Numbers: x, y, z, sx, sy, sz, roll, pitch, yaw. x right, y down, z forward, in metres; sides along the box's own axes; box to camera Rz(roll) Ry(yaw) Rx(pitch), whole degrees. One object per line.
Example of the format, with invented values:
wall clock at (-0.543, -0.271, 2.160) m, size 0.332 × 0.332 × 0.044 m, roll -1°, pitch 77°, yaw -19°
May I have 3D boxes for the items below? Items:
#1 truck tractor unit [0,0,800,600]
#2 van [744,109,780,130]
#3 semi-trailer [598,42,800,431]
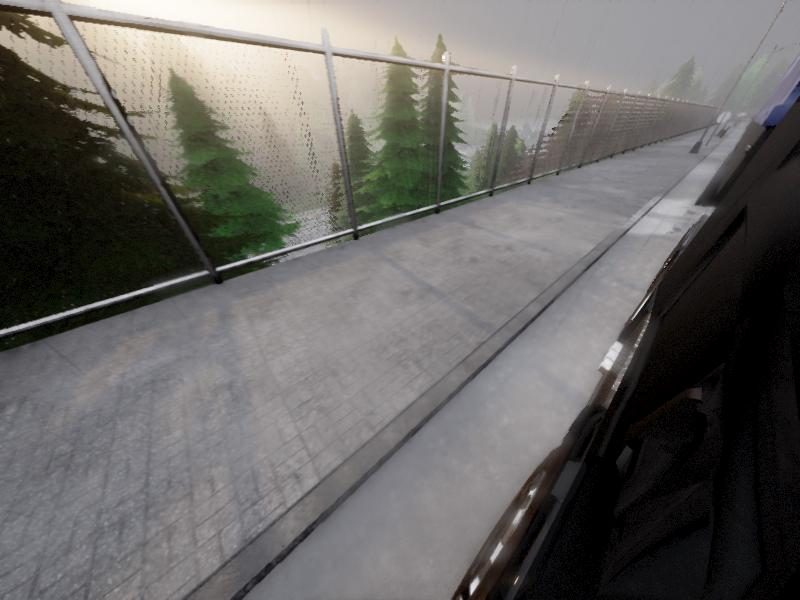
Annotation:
truck tractor unit at (2.645, -0.295, 0.351) m, size 6.516 × 4.208 × 3.053 m, roll -28°, pitch 44°, yaw -30°
van at (59.064, -29.505, 37.770) m, size 5.915 × 2.561 × 1.988 m, roll -28°, pitch 44°, yaw -30°
semi-trailer at (8.704, -3.578, 4.256) m, size 14.254 × 4.402 × 2.717 m, roll -28°, pitch 44°, yaw -30°
